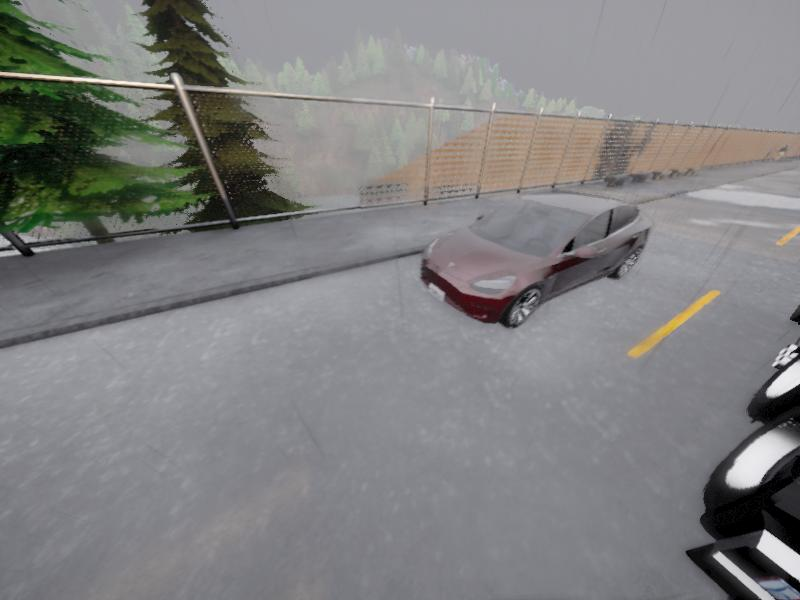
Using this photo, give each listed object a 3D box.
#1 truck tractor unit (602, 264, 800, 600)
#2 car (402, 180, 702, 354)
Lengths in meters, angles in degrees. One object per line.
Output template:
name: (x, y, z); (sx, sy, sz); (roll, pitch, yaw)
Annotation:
truck tractor unit: (5.107, -0.306, 0.779); (6.516, 4.208, 3.053); (-18, 39, -24)
car: (2.673, -1.102, 4.306); (4.792, 1.488, 2.163); (-17, 38, -23)
